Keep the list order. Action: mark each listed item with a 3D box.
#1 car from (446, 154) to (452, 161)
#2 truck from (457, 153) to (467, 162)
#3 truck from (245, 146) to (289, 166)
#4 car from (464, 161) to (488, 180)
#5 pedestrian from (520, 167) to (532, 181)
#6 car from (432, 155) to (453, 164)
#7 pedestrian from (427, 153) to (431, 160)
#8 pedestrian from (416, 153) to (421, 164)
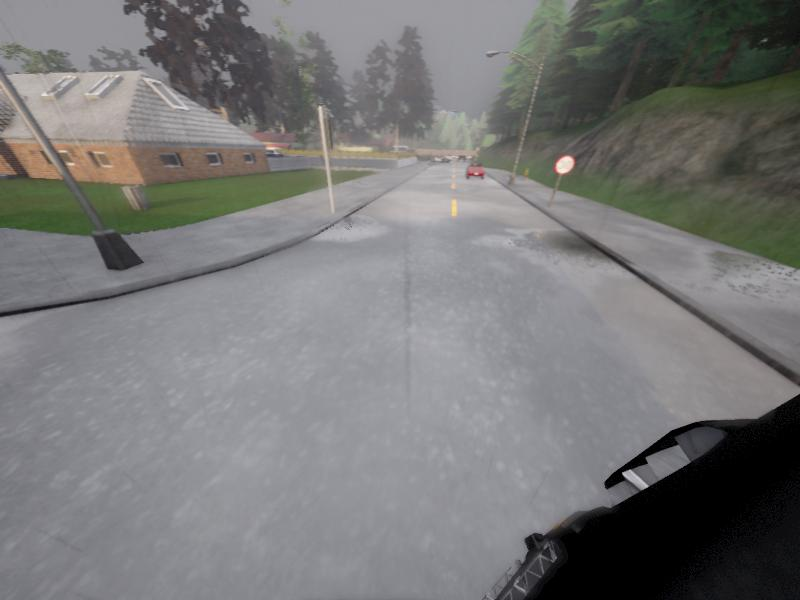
[{"bbox_3d":[16.499,-48.043,77.597,1.932,1.855,4.605,7,33,9],"label":"car"},{"bbox_3d":[18.343,-42.092,68.247,2.390,2.098,6.274,7,33,9],"label":"truck"},{"bbox_3d":[-17.820,-19.484,31.206,4.478,2.038,2.069,7,33,9],"label":"truck"},{"bbox_3d":[7.826,-13.562,24.054,1.845,1.501,3.633,7,33,9],"label":"car"},{"bbox_3d":[11.656,-11.646,21.420,0.500,1.100,0.500,-8,34,-15],"label":"pedestrian"},{"bbox_3d":[10.115,-33.735,55.438,2.038,1.542,4.974,-20,38,-29],"label":"car"},{"bbox_3d":[8.307,-41.554,66.933,0.751,1.860,0.751,28,41,34],"label":"pedestrian"},{"bbox_3d":[3.484,-27.343,44.657,0.751,1.860,0.751,8,33,9],"label":"pedestrian"}]
